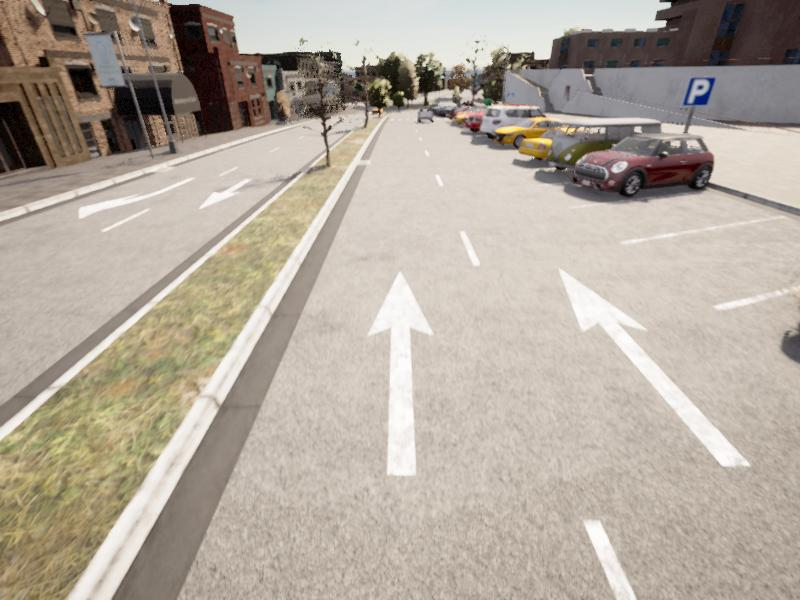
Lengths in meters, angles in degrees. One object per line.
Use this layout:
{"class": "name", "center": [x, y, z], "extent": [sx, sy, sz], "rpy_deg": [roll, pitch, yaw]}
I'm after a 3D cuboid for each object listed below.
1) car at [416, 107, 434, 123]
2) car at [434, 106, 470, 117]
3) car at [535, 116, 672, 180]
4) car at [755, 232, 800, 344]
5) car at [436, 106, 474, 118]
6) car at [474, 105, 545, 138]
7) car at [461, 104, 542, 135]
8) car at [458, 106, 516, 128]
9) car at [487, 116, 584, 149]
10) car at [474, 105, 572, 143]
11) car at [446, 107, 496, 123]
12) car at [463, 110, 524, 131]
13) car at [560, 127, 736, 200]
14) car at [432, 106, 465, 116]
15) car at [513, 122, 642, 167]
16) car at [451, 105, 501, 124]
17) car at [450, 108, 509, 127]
{"class": "car", "center": [2.901, -21.586, 46.589], "extent": [1.845, 1.501, 3.633], "rpy_deg": [-1, 26, 0]}
{"class": "car", "center": [7.949, -28.776, 61.037], "extent": [5.008, 1.535, 2.097], "rpy_deg": [-9, 28, -18]}
{"class": "car", "center": [7.927, -6.082, 15.784], "extent": [4.442, 1.987, 1.878], "rpy_deg": [-10, 29, -18]}
{"class": "car", "center": [7.885, -0.350, 5.312], "extent": [5.366, 1.575, 1.946], "rpy_deg": [-10, 29, -18]}
{"class": "car", "center": [7.950, -27.478, 58.375], "extent": [5.008, 1.535, 2.097], "rpy_deg": [-9, 28, -18]}
{"class": "car", "center": [7.897, -12.965, 28.989], "extent": [4.442, 1.987, 1.878], "rpy_deg": [-9, 29, -18]}
{"class": "car", "center": [7.974, -14.363, 31.647], "extent": [5.566, 2.045, 2.435], "rpy_deg": [-9, 29, -18]}
{"class": "car", "center": [8.018, -16.972, 37.028], "extent": [4.553, 1.767, 2.185], "rpy_deg": [-9, 29, -18]}
{"class": "car", "center": [8.022, -10.041, 23.844], "extent": [5.008, 1.535, 2.097], "rpy_deg": [-10, 29, -18]}
{"class": "car", "center": [8.035, -11.646, 26.382], "extent": [5.566, 2.045, 2.435], "rpy_deg": [-9, 29, -18]}
{"class": "car", "center": [7.964, -20.880, 45.046], "extent": [5.008, 1.535, 2.097], "rpy_deg": [-9, 28, -18]}
{"class": "car", "center": [7.997, -15.469, 34.443], "extent": [4.674, 1.452, 2.002], "rpy_deg": [-9, 29, -18]}
{"class": "car", "center": [8.071, -4.636, 13.238], "extent": [4.553, 1.767, 2.185], "rpy_deg": [-10, 29, -18]}
{"class": "car", "center": [7.966, -31.360, 66.357], "extent": [4.892, 1.521, 2.231], "rpy_deg": [-8, 27, -17]}
{"class": "car", "center": [8.201, -7.317, 18.626], "extent": [5.366, 1.575, 1.946], "rpy_deg": [-10, 29, -18]}
{"class": "car", "center": [8.009, -19.660, 42.338], "extent": [4.553, 1.767, 2.185], "rpy_deg": [-9, 28, -18]}
{"class": "car", "center": [7.810, -18.175, 39.665], "extent": [5.366, 1.575, 1.946], "rpy_deg": [-9, 29, -18]}
